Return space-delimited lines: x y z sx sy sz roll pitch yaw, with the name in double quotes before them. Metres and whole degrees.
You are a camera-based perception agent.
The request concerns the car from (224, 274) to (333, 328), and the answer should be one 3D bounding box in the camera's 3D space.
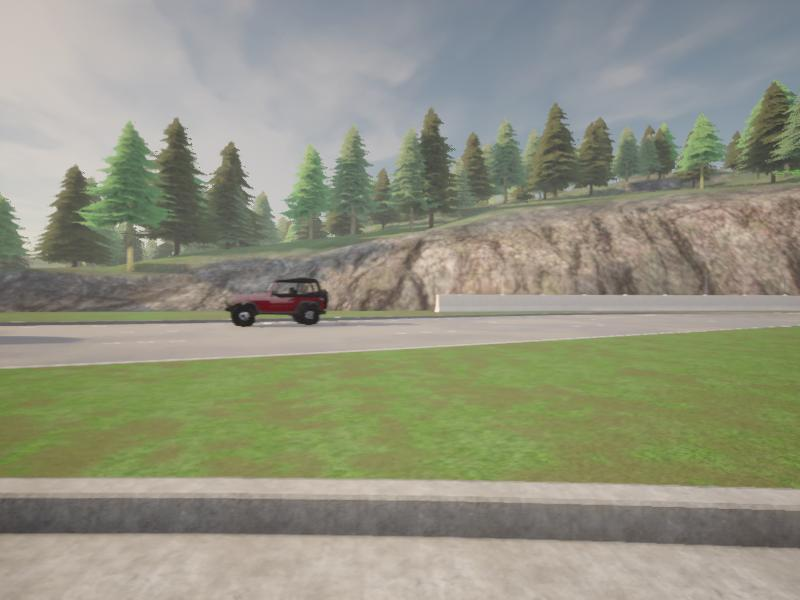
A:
"car" -4.726 0.043 15.648 3.866 1.878 1.905 0 0 -22
